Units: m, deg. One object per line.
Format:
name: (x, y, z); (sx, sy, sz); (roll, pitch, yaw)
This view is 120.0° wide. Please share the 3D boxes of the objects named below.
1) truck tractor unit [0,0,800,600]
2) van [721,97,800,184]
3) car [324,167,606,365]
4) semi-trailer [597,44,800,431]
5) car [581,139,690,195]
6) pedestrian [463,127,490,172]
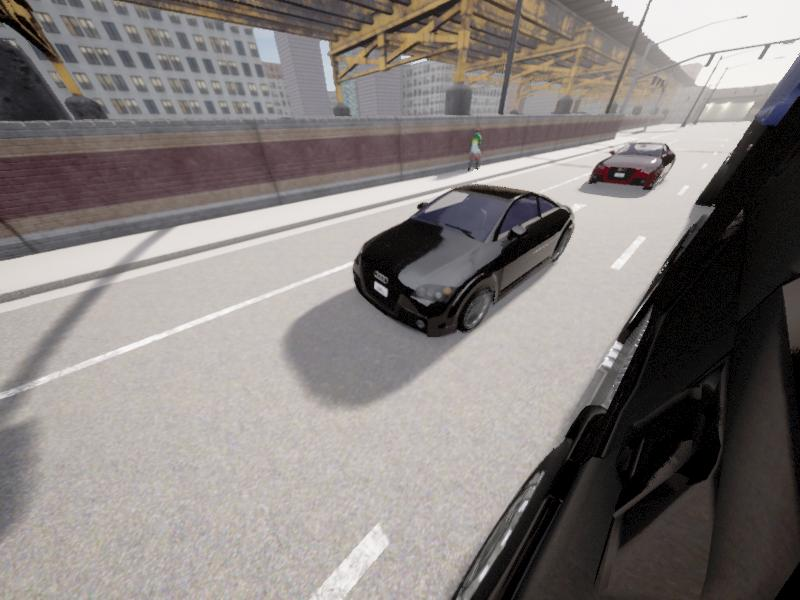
truck tractor unit: (2.645, -0.295, 0.351); (6.516, 4.208, 3.053); (-28, 44, -30)
van: (16.407, -6.912, 9.825); (5.915, 2.561, 1.988); (-28, 44, -30)
car: (1.261, -1.102, 3.891); (4.181, 1.385, 1.994); (-28, 44, -30)
semi-trailer: (8.704, -3.587, 4.241); (14.254, 4.402, 2.717); (-28, 44, -30)
car: (9.525, -5.519, 9.325); (4.181, 1.385, 1.994); (-28, 44, -30)
pedestrian: (3.858, -7.629, 11.747); (0.751, 1.860, 0.751); (-27, 43, -29)
